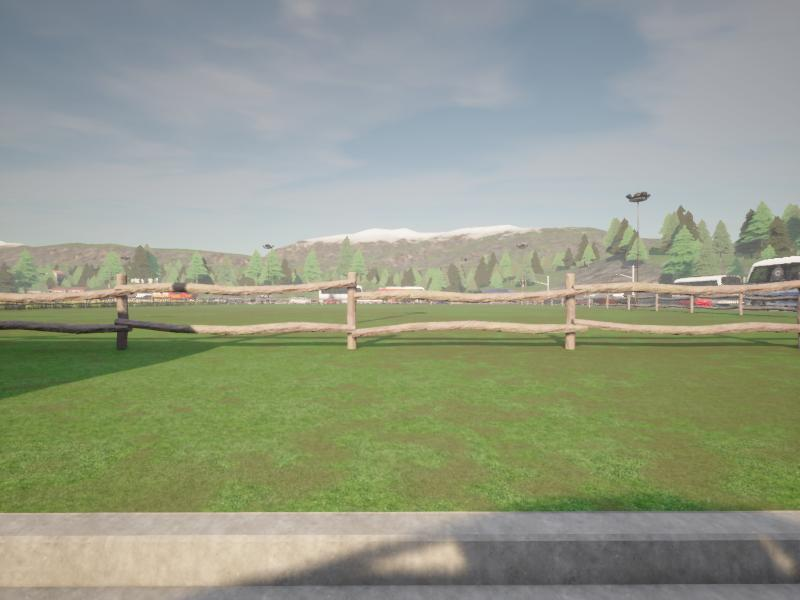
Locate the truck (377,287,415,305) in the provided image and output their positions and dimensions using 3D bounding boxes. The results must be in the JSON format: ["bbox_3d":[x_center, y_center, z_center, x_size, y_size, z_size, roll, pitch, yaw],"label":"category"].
[{"bbox_3d":[-0.890,-0.921,88.518,8.468,3.827,2.891,0,0,-1],"label":"truck"}]

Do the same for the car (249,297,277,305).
[{"bbox_3d":[-28.943,0.171,84.738,5.238,1.638,1.930,0,0,-1],"label":"car"}]

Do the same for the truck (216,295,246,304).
[{"bbox_3d":[-40.101,-0.060,95.125,6.274,2.098,2.390,0,0,-1],"label":"truck"}]

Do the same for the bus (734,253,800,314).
[{"bbox_3d":[29.693,-1.134,28.111,3.944,4.253,10.273,0,0,0],"label":"bus"}]

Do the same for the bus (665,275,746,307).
[{"bbox_3d":[43.727,-1.138,57.890,3.944,4.253,10.273,0,0,0],"label":"bus"}]

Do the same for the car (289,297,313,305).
[{"bbox_3d":[-20.958,0.156,84.818,4.611,1.667,2.242,0,0,-1],"label":"car"}]

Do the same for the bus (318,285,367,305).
[{"bbox_3d":[-12.581,-1.134,88.525,10.273,4.253,3.944,0,0,-1],"label":"bus"}]

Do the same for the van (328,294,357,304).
[{"bbox_3d":[-13.197,-0.222,91.895,6.366,2.431,2.351,0,0,-1],"label":"van"}]

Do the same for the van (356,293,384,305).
[{"bbox_3d":[-6.367,-0.277,84.962,5.915,2.561,1.988,0,0,-1],"label":"van"}]

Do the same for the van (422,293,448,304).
[{"bbox_3d":[8.074,-0.278,92.113,5.915,2.561,1.988,0,0,0],"label":"van"}]

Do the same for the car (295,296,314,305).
[{"bbox_3d":[-21.060,0.046,88.317,3.866,1.878,1.905,0,0,-1],"label":"car"}]

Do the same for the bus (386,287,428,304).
[{"bbox_3d":[1.668,-1.134,99.170,10.273,4.253,3.944,0,0,-1],"label":"bus"}]

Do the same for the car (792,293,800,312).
[{"bbox_3d":[33.317,0.201,30.365,1.801,1.575,5.366,0,0,0],"label":"car"}]

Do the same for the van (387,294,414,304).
[{"bbox_3d":[0.214,-0.222,95.533,6.366,2.431,2.351,0,0,-1],"label":"van"}]

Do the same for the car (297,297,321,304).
[{"bbox_3d":[-20.887,0.171,91.819,5.238,1.638,1.930,0,0,-1],"label":"car"}]

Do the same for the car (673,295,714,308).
[{"bbox_3d":[40.343,0.158,55.082,2.242,1.667,4.611,0,0,0],"label":"car"}]

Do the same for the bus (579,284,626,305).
[{"bbox_3d":[42.888,-1.137,85.297,3.944,4.253,10.273,0,0,-5],"label":"bus"}]

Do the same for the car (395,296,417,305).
[{"bbox_3d":[1.316,0.052,85.044,4.605,1.855,1.932,0,0,-1],"label":"car"}]

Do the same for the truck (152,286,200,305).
[{"bbox_3d":[-47.320,-0.925,84.546,8.468,3.827,2.891,0,0,-1],"label":"truck"}]

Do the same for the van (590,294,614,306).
[{"bbox_3d":[33.351,-0.002,66.077,1.775,1.987,4.442,0,0,0],"label":"van"}]
